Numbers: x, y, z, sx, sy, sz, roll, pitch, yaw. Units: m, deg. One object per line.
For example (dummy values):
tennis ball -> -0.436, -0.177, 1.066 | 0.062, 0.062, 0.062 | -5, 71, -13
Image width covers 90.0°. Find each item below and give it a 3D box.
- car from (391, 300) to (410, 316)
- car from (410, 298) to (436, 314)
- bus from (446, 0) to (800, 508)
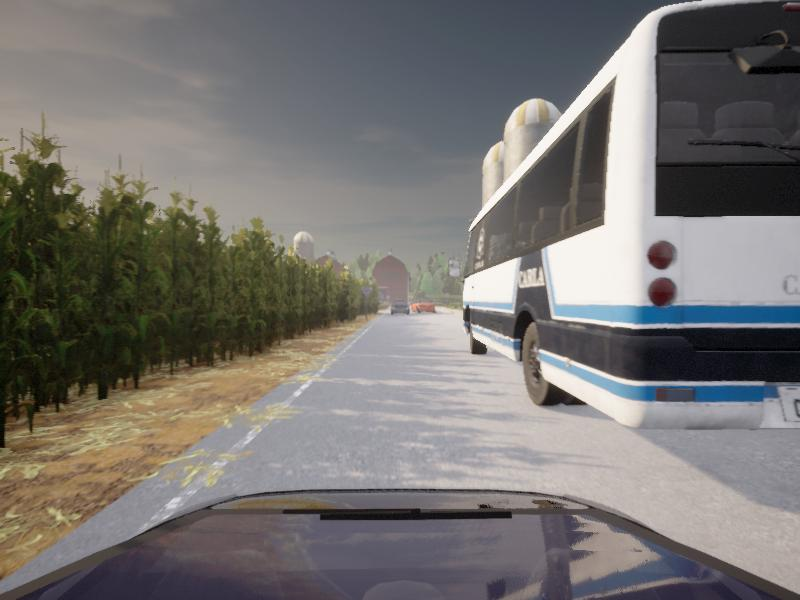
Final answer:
car -> -0.010, 0.831, 43.571 | 2.038, 1.542, 4.974 | 0, 0, -1
car -> 2.742, 0.701, 48.888 | 2.097, 1.767, 4.553 | 0, 0, -11
bus -> 3.426, -0.533, 8.192 | 3.944, 4.253, 10.273 | 0, 0, 1
